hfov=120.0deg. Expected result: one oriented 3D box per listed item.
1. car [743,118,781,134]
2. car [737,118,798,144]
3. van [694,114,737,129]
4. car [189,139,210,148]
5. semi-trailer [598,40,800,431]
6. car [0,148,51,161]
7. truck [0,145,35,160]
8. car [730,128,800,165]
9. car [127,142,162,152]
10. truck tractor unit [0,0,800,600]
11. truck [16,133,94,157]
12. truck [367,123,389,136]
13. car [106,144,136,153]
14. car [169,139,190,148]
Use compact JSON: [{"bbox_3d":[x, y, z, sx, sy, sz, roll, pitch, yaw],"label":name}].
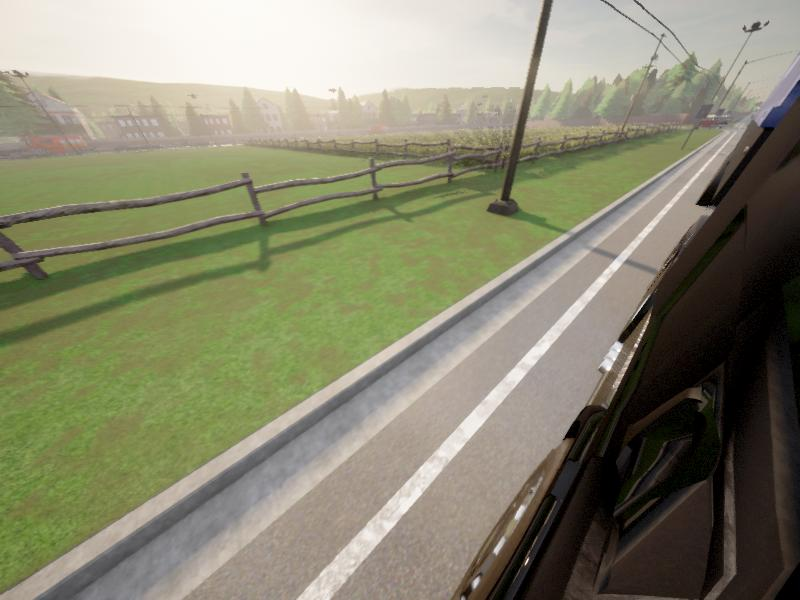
[{"bbox_3d":[47.129,-22.770,30.161,4.792,1.488,2.163,-28,44,-30],"label":"car"},{"bbox_3d":[32.311,-14.967,20.453,5.027,1.651,2.152,-28,44,-30],"label":"car"},{"bbox_3d":[57.081,-32.315,41.914,2.069,2.038,4.480,7,37,13],"label":"van"},{"bbox_3d":[-54.975,-42.963,63.343,3.988,1.617,1.851,-28,43,-30],"label":"car"},{"bbox_3d":[8.698,-3.591,4.249,14.254,4.402,2.717,-28,44,-30],"label":"semi-trailer"},{"bbox_3d":[-70.714,-27.621,43.682,4.611,1.667,2.242,-28,43,-30],"label":"car"},{"bbox_3d":[-78.590,-29.152,45.733,6.274,2.098,2.390,-28,43,-30],"label":"truck"},{"bbox_3d":[20.638,-8.670,12.912,4.181,1.385,1.994,-28,44,-30],"label":"car"},{"bbox_3d":[-59.875,-36.083,54.306,5.238,1.638,1.930,-28,43,-30],"label":"car"},{"bbox_3d":[2.645,-0.295,0.351,6.516,4.208,3.053,-28,44,-30],"label":"truck tractor unit"},{"bbox_3d":[-75.413,-34.255,50.946,8.468,3.827,2.891,-28,43,-30],"label":"truck"},{"bbox_3d":[-8.528,-66.707,90.509,8.468,3.827,2.891,-28,43,-30],"label":"truck"},{"bbox_3d":[-65.555,-35.751,54.331,4.193,1.474,1.816,-28,43,-30],"label":"car"},{"bbox_3d":[-61.290,-43.593,64.280,3.866,1.878,1.905,-28,43,-30],"label":"car"}]
